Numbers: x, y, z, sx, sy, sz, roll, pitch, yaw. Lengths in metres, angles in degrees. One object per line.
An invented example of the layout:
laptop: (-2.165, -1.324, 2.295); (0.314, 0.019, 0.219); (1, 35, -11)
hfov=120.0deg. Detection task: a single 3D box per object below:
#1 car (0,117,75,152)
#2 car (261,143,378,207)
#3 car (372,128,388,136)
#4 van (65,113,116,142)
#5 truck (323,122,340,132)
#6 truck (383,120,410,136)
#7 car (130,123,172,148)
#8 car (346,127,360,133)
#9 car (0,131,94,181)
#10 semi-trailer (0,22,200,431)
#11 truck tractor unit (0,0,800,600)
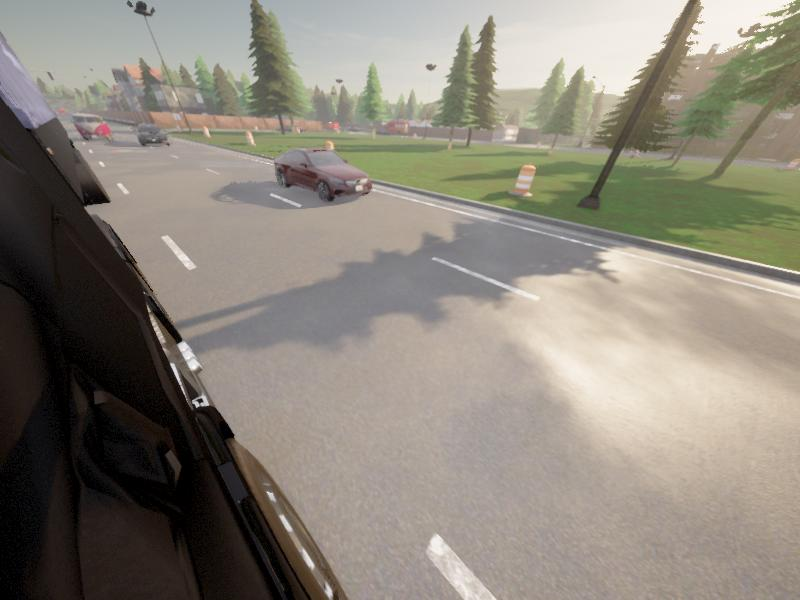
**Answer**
car: (-24.909, -11.519, 15.995); (5.027, 1.651, 2.152); (29, 44, 30)
car: (-3.146, -4.997, 8.914); (4.674, 1.442, 1.812); (29, 44, 30)
car: (-5.943, -49.940, 68.619); (4.611, 1.667, 2.242); (29, 44, 30)
van: (-28.951, -16.294, 21.786); (1.775, 1.987, 4.442); (-25, 45, -32)
truck: (-23.823, -60.236, 80.366); (5.204, 2.467, 2.627); (29, 44, 30)
truck: (-1.112, -53.774, 72.145); (8.468, 3.827, 2.891); (29, 44, 30)
car: (-21.582, -14.401, 20.172); (1.837, 1.490, 4.892); (-24, 44, -31)
car: (-16.869, -61.220, 82.979); (4.792, 1.488, 2.163); (29, 44, 30)
car: (-15.331, -6.326, 9.946); (4.181, 1.385, 1.994); (29, 45, 31)
semi-trailer: (-8.601, -3.680, 4.306); (14.254, 4.402, 2.717); (29, 44, 31)
truck tractor unit: (-2.645, -0.295, 0.351); (6.516, 4.208, 3.053); (28, 44, 30)
